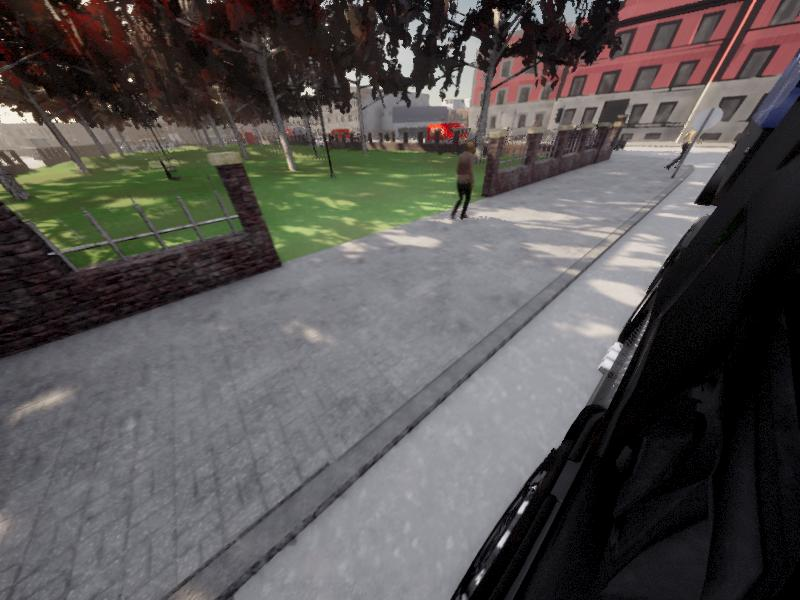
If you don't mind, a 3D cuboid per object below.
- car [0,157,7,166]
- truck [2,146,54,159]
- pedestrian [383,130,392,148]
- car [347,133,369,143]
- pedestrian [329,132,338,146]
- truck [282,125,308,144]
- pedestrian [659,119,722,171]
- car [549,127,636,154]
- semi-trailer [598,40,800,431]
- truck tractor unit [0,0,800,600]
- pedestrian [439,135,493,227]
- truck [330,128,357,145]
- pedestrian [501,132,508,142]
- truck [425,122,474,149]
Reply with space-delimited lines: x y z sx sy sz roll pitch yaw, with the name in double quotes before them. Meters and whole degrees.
"car" -63.219 -21.228 35.293 1.812 1.442 4.674 -28 43 -30
"truck" -90.725 -36.126 56.475 6.274 2.098 2.390 -14 38 -14
"pedestrian" -1.582 -20.708 29.792 0.751 1.860 0.751 -27 43 -29
"car" -8.836 -33.770 48.199 2.033 1.649 4.856 -28 43 -30
"pedestrian" -11.379 -27.471 39.490 0.751 1.860 0.751 -28 43 -30
"truck" -28.068 -43.970 61.626 2.891 3.827 8.468 -28 43 -30
"pedestrian" 12.834 -6.866 10.301 0.751 1.860 0.751 6 38 12
"car" 15.568 -13.128 19.023 1.882 1.535 5.008 -28 43 -30
"semi-trailer" 8.680 -3.609 4.258 14.254 4.402 2.717 -28 44 -30
"truck tractor unit" 2.645 -0.295 0.351 6.516 4.208 3.053 -28 44 -30
"pedestrian" 1.545 -2.897 5.679 0.751 1.860 0.751 -28 44 -30
"truck" -10.990 -31.840 45.043 2.627 2.467 5.204 -28 43 -30
"pedestrian" 14.290 -22.273 31.535 0.500 1.100 0.500 -25 42 -27
"truck" 5.886 -20.183 28.317 2.627 2.467 5.204 -28 44 -30
